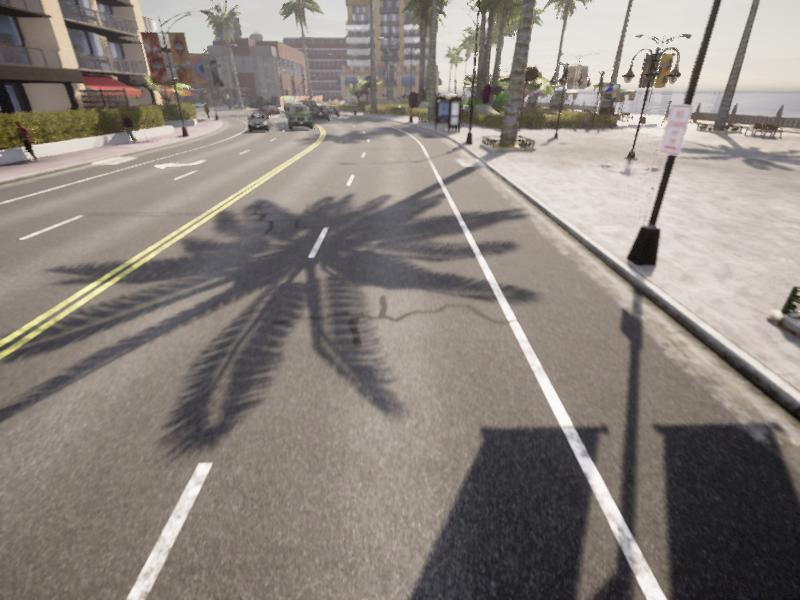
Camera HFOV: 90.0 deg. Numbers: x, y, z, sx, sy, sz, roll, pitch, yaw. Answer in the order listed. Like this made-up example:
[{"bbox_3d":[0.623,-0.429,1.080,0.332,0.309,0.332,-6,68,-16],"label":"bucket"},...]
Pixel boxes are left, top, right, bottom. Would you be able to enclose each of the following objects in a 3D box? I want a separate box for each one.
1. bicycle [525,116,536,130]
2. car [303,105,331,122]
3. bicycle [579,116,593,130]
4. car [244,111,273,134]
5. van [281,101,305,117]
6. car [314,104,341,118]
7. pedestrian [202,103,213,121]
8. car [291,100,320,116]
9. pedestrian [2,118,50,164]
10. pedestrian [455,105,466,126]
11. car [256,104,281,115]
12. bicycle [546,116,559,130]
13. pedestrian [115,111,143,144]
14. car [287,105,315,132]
[{"bbox_3d":[11.689,-15.894,35.904,0.373,1.024,1.643,-1,27,-1],"label":"bicycle"},{"bbox_3d":[-10.370,-23.237,49.775,2.242,1.667,4.611,-11,30,-21],"label":"car"},{"bbox_3d":[16.718,-15.950,36.000,0.373,1.024,1.643,-1,27,-1],"label":"bicycle"},{"bbox_3d":[-12.351,-15.659,35.179,1.851,1.617,3.988,-6,28,-11],"label":"car"},{"bbox_3d":[-15.741,-28.073,58.793,1.775,1.987,4.442,-17,31,-30],"label":"van"},{"bbox_3d":[-10.288,-26.724,56.573,2.152,1.651,5.027,-14,30,-25],"label":"car"},{"bbox_3d":[-22.906,-22.421,47.632,0.751,1.860,0.751,-8,28,-15],"label":"pedestrian"},{"bbox_3d":[-14.997,-30.420,63.284,2.150,2.045,5.566,-19,33,-33],"label":"car"},{"bbox_3d":[-17.043,-7.253,18.260,0.751,1.860,0.751,1,27,1],"label":"pedestrian"},{"bbox_3d":[5.900,-17.942,38.894,0.751,1.860,0.751,-4,28,-8],"label":"pedestrian"},{"bbox_3d":[-21.546,-31.207,65.531,1.994,1.385,4.181,-24,36,-38],"label":"car"},{"bbox_3d":[13.701,-15.916,35.943,0.373,1.024,1.643,-1,27,-1],"label":"bicycle"},{"bbox_3d":[-17.354,-11.079,25.666,0.751,1.860,0.751,-1,27,-2],"label":"pedestrian"},{"bbox_3d":[-9.401,-17.167,37.615,2.150,2.045,5.566,-7,28,-13],"label":"car"}]
